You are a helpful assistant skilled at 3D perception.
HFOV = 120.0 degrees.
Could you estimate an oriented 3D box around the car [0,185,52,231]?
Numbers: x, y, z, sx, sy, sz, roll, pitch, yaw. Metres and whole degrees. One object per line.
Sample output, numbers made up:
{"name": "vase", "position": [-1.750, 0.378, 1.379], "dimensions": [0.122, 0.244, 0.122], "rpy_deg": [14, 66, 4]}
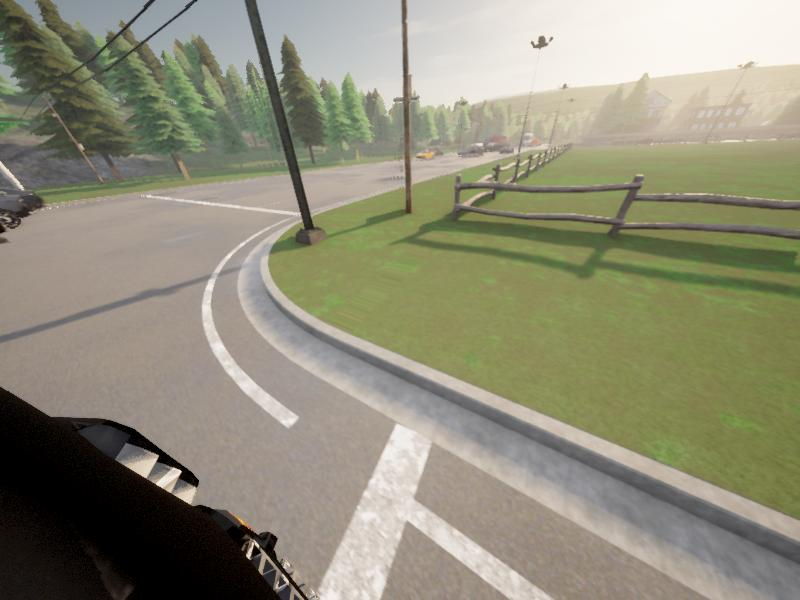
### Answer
{"name": "car", "position": [-18.209, -3.215, 8.893], "dimensions": [2.128, 1.511, 4.902], "rpy_deg": [13, 37, 22]}

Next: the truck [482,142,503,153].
{"name": "truck", "position": [24.391, -40.196, 60.760], "dimensions": [2.390, 2.098, 6.274], "rpy_deg": [26, 43, 36]}

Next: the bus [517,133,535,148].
{"name": "bus", "position": [48.425, -61.043, 88.346], "dimensions": [3.944, 4.253, 10.273], "rpy_deg": [17, 38, 27]}

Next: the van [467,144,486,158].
{"name": "van", "position": [14.218, -27.766, 42.888], "dimensions": [2.069, 2.038, 4.480], "rpy_deg": [17, 37, 27]}

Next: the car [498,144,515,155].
{"name": "car", "position": [22.346, -31.572, 48.306], "dimensions": [2.242, 1.667, 4.611], "rpy_deg": [17, 38, 27]}

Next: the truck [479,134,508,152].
{"name": "truck", "position": [26.482, -44.528, 65.563], "dimensions": [8.468, 3.827, 2.891], "rpy_deg": [-25, 40, -30]}

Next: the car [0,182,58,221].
{"name": "car", "position": [-20.944, -4.456, 10.994], "dimensions": [1.837, 1.490, 4.892], "rpy_deg": [13, 37, 23]}

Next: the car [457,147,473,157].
{"name": "car", "position": [13.327, -30.405, 47.438], "dimensions": [1.816, 1.474, 4.193], "rpy_deg": [17, 38, 27]}

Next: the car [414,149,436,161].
{"name": "car", "position": [4.485, -25.785, 41.114], "dimensions": [1.882, 1.535, 5.008], "rpy_deg": [17, 38, 27]}

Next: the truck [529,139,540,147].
{"name": "truck", "position": [49.527, -57.706, 84.846], "dimensions": [2.627, 2.467, 5.204], "rpy_deg": [17, 38, 27]}

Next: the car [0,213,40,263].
{"name": "car", "position": [-12.411, -1.333, 5.251], "dimensions": [1.905, 1.878, 3.866], "rpy_deg": [12, 37, 22]}

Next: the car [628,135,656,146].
{"name": "car", "position": [56.408, -37.191, 53.906], "dimensions": [3.866, 1.878, 1.905], "rpy_deg": [16, 38, 27]}

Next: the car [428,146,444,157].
{"name": "car", "position": [8.067, -33.066, 51.502], "dimensions": [1.932, 1.855, 4.605], "rpy_deg": [17, 38, 27]}
